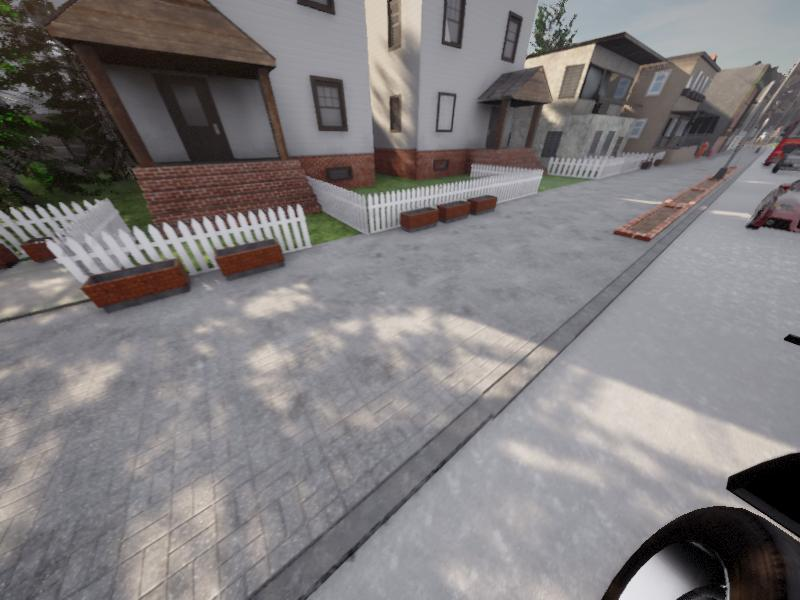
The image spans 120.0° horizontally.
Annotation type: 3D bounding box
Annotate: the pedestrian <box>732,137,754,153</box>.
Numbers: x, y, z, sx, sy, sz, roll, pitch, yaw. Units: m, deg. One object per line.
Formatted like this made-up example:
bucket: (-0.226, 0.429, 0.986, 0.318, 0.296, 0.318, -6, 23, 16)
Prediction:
pedestrian: (50.303, -22.728, 33.917, 0.751, 1.860, 0.751, -2, 35, -3)

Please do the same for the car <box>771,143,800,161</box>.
car: (43.886, -16.561, 25.775, 4.792, 1.488, 2.163, -23, 41, -29)

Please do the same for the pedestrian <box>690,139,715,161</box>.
pedestrian: (30.769, -15.288, 23.512, 0.751, 1.860, 0.751, -25, 42, -30)

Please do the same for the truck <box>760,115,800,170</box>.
truck: (35.173, -13.766, 19.838, 8.468, 3.827, 2.891, -24, 41, -29)

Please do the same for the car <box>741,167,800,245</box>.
car: (11.784, -2.660, 6.403, 4.181, 1.385, 1.994, -23, 41, -29)

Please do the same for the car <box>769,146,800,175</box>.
car: (28.548, -9.963, 16.473, 3.705, 1.549, 1.789, -23, 41, -29)
